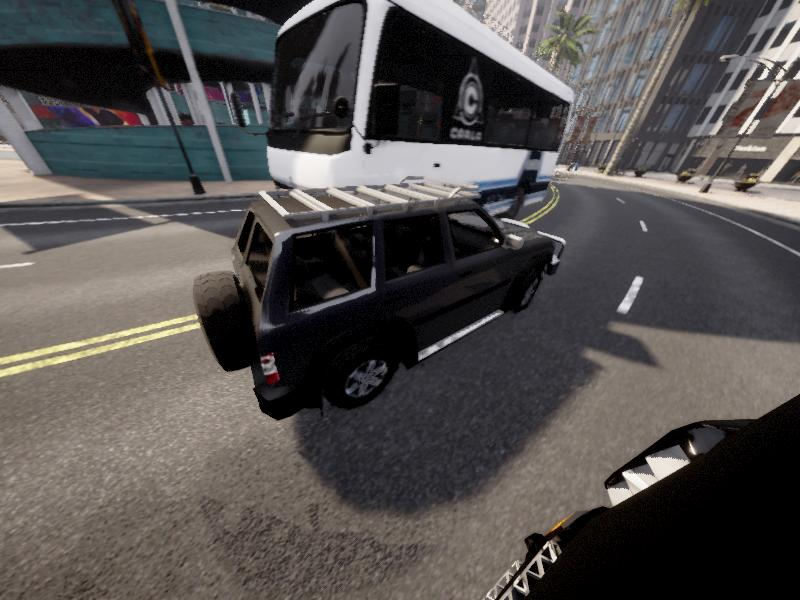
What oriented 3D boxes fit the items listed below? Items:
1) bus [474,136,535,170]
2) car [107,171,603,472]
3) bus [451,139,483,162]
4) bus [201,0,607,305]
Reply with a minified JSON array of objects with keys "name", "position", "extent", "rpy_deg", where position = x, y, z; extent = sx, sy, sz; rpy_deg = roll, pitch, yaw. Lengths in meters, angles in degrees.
[{"name":"bus","position":[17.271,-25.334,39.654],"extent":[3.944,4.253,10.273],"rpy_deg":[-4,34,-10]},{"name":"car","position":[0.260,-0.551,3.106],"extent":[4.605,1.855,1.932],"rpy_deg":[-20,40,-30]},{"name":"bus","position":[15.928,-36.235,56.015],"extent":[3.944,4.253,10.273],"rpy_deg":[1,34,-3]},{"name":"bus","position":[1.654,-4.374,6.836],"extent":[10.273,4.253,3.944],"rpy_deg":[-27,44,-37]}]
